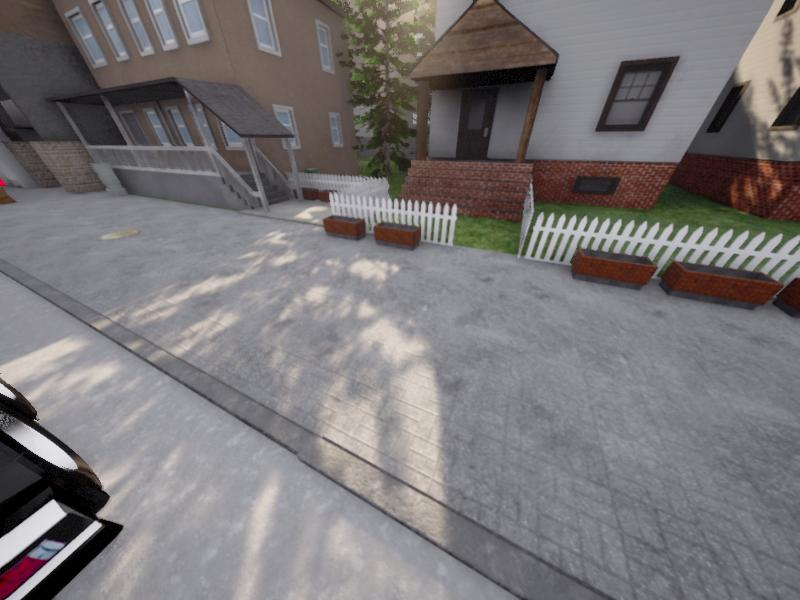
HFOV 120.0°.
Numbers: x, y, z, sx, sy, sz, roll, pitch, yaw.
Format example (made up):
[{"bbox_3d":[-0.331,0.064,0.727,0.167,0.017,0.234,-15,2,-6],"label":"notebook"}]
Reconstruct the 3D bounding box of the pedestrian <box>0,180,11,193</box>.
[{"bbox_3d":[-20.688,-6.250,11.255,0.751,1.860,0.751,10,36,14],"label":"pedestrian"}]

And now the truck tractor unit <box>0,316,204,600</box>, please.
[{"bbox_3d":[-5.194,-0.208,0.647,6.516,4.208,3.053,15,38,20],"label":"truck tractor unit"}]
